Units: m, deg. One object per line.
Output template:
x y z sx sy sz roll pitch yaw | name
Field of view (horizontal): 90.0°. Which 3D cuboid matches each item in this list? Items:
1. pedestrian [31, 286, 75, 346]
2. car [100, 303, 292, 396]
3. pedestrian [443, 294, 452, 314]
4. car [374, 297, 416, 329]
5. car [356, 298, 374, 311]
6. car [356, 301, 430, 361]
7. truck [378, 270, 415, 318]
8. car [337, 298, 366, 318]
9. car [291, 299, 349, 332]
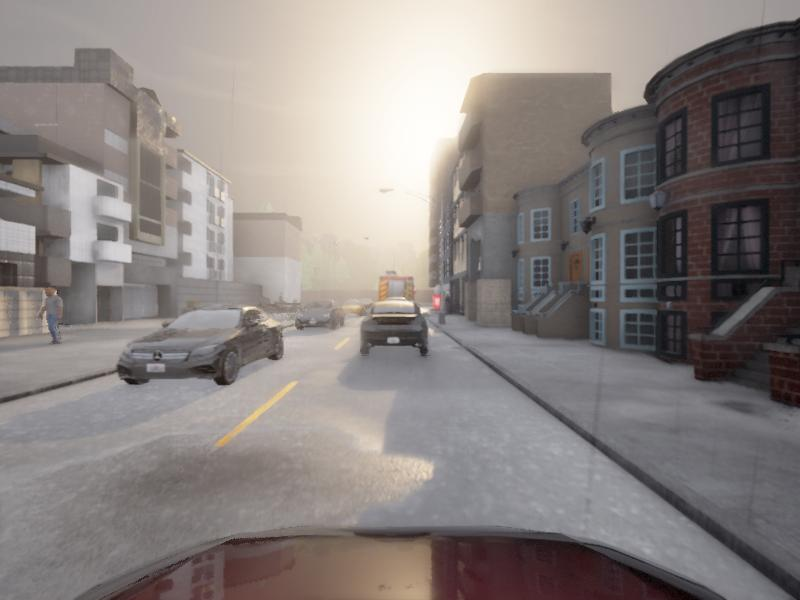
-11.006 0.486 12.713 0.751 1.860 0.751 0 0 9 | pedestrian
-3.950 0.827 8.831 1.812 1.442 4.674 0 0 0 | car
4.553 0.350 38.199 0.751 1.860 0.751 0 0 -4 | pedestrian
-0.235 0.669 23.411 2.152 1.651 5.027 0 0 1 | car
-4.333 0.531 50.374 1.930 1.638 5.238 0 0 -1 | car
-0.139 0.782 12.394 1.837 1.490 4.892 0 -1 1 | car
-0.275 -0.491 35.761 2.891 3.827 8.468 0 0 0 | truck
-4.104 0.635 34.787 1.801 1.575 5.366 0 0 1 | car
-4.007 0.729 20.826 2.007 1.525 4.514 0 0 1 | car
